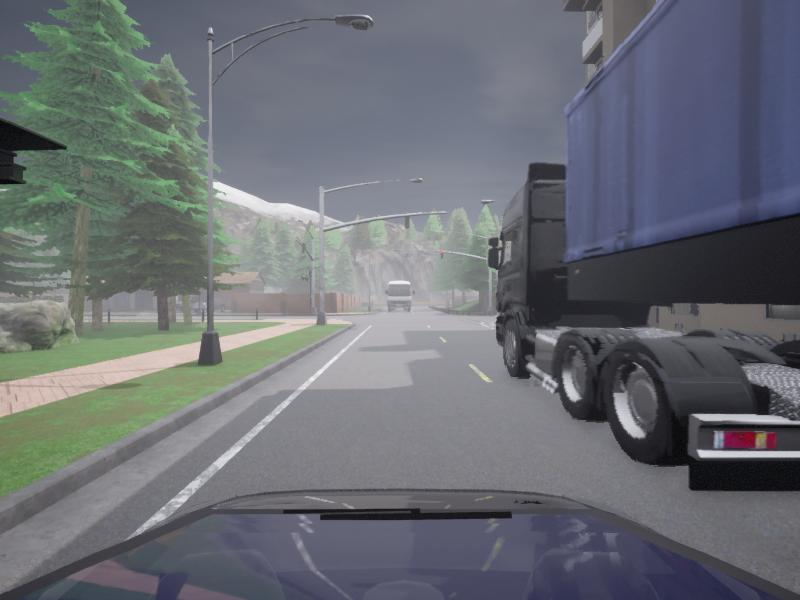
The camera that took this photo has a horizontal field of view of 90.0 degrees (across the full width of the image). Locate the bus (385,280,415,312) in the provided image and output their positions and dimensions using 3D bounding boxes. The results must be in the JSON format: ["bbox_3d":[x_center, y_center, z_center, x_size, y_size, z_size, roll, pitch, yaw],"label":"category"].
[{"bbox_3d":[0.035,-0.534,57.845,3.944,4.253,10.273,0,0,0],"label":"bus"}]

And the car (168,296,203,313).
[{"bbox_3d":[-24.091,0.505,45.073,1.905,1.878,3.866,0,0,-1],"label":"car"}]

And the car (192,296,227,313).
[{"bbox_3d":[-21.587,0.503,45.523,1.932,1.855,4.605,0,0,-1],"label":"car"}]

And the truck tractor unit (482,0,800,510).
[{"bbox_3d":[3.497,-0.521,6.272,3.053,4.208,6.516,0,0,0],"label":"truck tractor unit"}]
